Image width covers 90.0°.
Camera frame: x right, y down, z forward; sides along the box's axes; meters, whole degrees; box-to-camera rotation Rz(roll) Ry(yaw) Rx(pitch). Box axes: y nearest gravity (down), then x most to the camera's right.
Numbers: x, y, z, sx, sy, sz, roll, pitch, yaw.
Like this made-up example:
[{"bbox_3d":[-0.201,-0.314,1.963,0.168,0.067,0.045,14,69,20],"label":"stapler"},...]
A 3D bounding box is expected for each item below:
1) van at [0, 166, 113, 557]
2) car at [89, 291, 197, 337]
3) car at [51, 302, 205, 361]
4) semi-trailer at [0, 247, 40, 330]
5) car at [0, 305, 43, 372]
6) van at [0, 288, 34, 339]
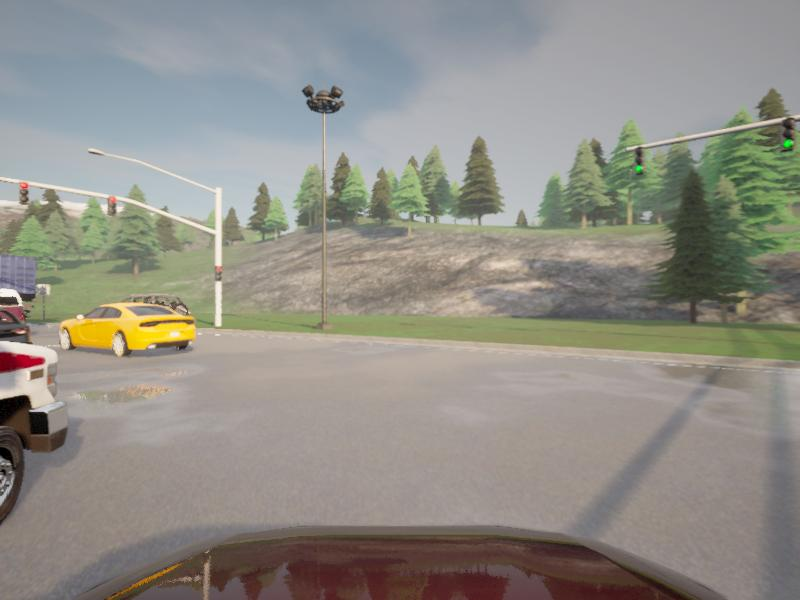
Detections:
[{"bbox_3d":[-3.548,0.380,0.300,2.351,2.431,6.366,0,0,-3],"label":"van"},{"bbox_3d":[-11.635,0.664,18.049,4.605,1.855,1.932,-3,-1,26],"label":"car"},{"bbox_3d":[-8.609,0.839,12.566,5.008,1.535,1.882,0,0,28],"label":"car"},{"bbox_3d":[-28.381,-0.589,23.119,14.254,4.402,2.717,0,-1,8],"label":"semi-trailer"},{"bbox_3d":[-10.864,0.869,9.797,4.193,1.474,1.816,0,0,28],"label":"car"},{"bbox_3d":[-18.016,0.591,16.992,4.480,2.038,2.069,-1,-1,24],"label":"van"}]
